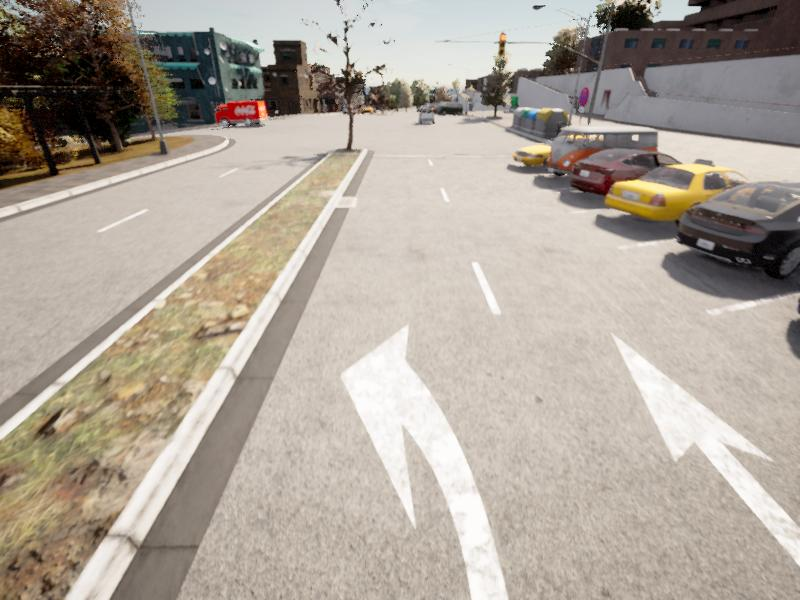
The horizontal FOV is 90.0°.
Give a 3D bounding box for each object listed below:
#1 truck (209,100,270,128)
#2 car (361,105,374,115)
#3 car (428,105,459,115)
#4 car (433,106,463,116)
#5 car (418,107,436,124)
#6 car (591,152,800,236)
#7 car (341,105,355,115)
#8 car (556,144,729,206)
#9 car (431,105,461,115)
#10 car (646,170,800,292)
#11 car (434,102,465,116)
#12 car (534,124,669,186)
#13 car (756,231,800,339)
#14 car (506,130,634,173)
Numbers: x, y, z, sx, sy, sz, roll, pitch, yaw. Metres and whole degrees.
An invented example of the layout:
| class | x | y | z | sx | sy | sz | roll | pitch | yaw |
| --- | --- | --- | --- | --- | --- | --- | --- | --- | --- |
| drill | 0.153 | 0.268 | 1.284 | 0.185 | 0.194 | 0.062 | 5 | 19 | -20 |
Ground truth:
| class | x | y | z | sx | sy | sz | roll | pitch | yaw |
| --- | --- | --- | --- | --- | --- | --- | --- | --- | --- |
| truck | -17.475 | -20.313 | 43.768 | 5.204 | 2.467 | 2.627 | 0 | 28 | 4 |
| car | -5.798 | -33.723 | 70.829 | 1.882 | 1.535 | 5.008 | 0 | 25 | 0 |
| car | 7.971 | -34.836 | 73.339 | 5.366 | 1.575 | 1.946 | -8 | 28 | -18 |
| car | 8.135 | -32.233 | 68.058 | 4.674 | 1.452 | 2.002 | -8 | 27 | -18 |
| car | 3.028 | -21.216 | 46.000 | 1.845 | 1.501 | 3.633 | 0 | 29 | 0 |
| car | 8.259 | -3.028 | 10.950 | 5.366 | 1.575 | 1.946 | -8 | 28 | -18 |
| car | -8.800 | -32.560 | 68.389 | 1.845 | 1.501 | 3.633 | 0 | 26 | 0 |
| car | 8.114 | -4.337 | 13.571 | 4.792 | 1.488 | 2.163 | -8 | 28 | -18 |
| car | 8.145 | -33.527 | 70.736 | 4.674 | 1.452 | 2.002 | -8 | 28 | -18 |
| car | 8.076 | -1.635 | 8.239 | 4.892 | 1.521 | 2.231 | -8 | 28 | -18 |
| car | 8.034 | -31.159 | 65.218 | 4.442 | 1.987 | 1.878 | -8 | 28 | -18 |
| car | 7.986 | -5.902 | 16.058 | 4.442 | 1.987 | 1.878 | -8 | 29 | -18 |
| car | 8.086 | -0.272 | 5.583 | 5.008 | 1.535 | 2.097 | -8 | 29 | -18 |
| car | 7.921 | -7.054 | 18.793 | 5.366 | 1.575 | 1.946 | -8 | 29 | -18 |
